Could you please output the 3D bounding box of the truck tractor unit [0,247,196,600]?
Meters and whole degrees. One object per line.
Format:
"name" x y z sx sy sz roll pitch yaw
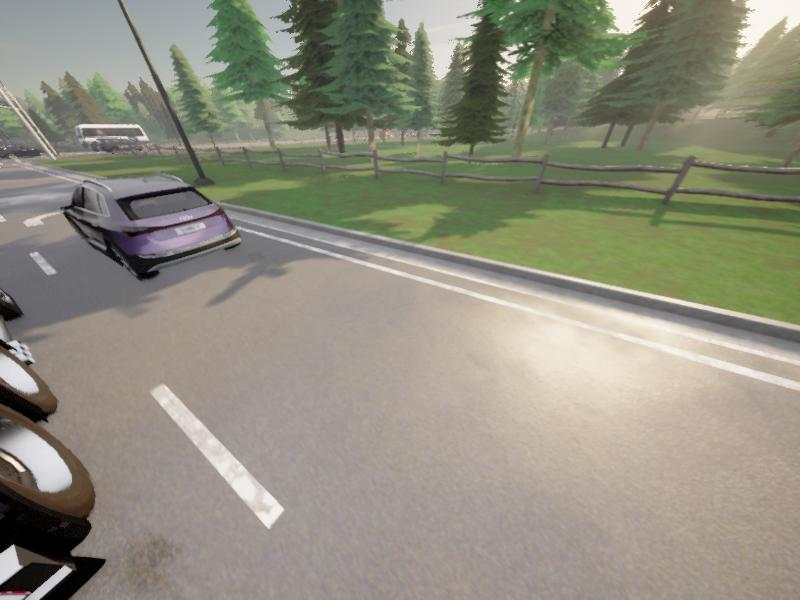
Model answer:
"truck tractor unit" -5.103 -0.306 0.799 6.516 4.208 3.053 19 41 25

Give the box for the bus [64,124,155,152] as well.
"bus" -58.699 -33.309 47.332 3.944 4.253 10.273 18 40 24

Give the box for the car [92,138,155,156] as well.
"car" -42.359 -23.709 35.630 2.150 2.045 5.566 20 41 26

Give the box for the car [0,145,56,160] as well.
"car" -52.458 -20.513 32.024 1.837 1.490 4.892 9 37 14

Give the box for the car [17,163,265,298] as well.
"car" -5.789 -1.933 5.241 4.856 1.649 2.033 19 41 25
